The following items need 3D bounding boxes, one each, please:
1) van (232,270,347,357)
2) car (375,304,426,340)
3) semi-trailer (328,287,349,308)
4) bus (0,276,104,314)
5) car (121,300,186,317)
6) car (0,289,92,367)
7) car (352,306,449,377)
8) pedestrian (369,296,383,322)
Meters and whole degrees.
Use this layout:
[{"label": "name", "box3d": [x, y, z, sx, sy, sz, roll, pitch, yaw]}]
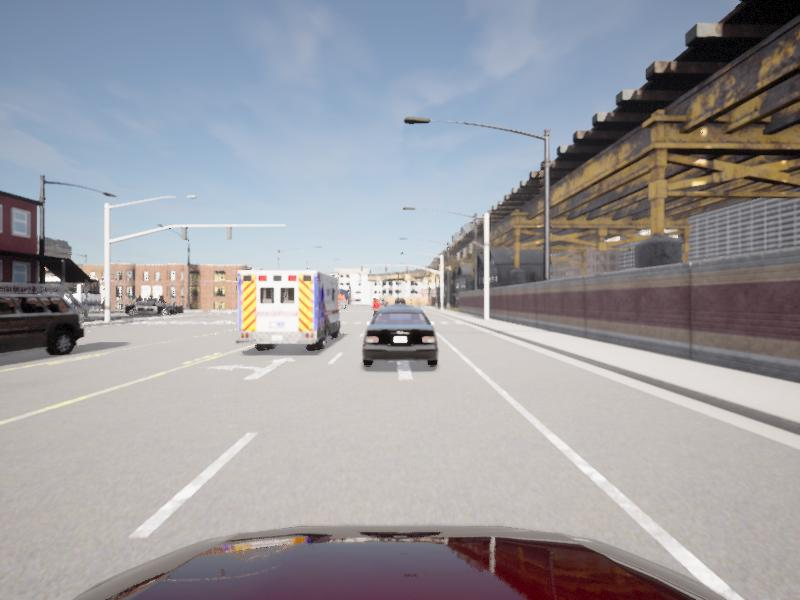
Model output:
[{"label": "van", "box3d": [-3.495, 0.383, 14.297, 2.351, 2.431, 6.366, 0, 0, 0]}, {"label": "car", "box3d": [0.009, 0.901, 18.604, 2.033, 1.411, 5.357, 0, 0, 0]}, {"label": "semi-trailer", "box3d": [-14.071, -0.588, 92.151, 2.717, 4.402, 14.254, 0, 0, 0]}, {"label": "bus", "box3d": [-40.955, -0.519, 46.480, 10.273, 4.253, 3.944, 0, 0, 0]}, {"label": "car", "box3d": [-24.364, 0.784, 39.672, 5.238, 1.638, 1.930, 0, 0, -1]}, {"label": "car", "box3d": [-10.497, 0.654, 10.072, 1.932, 1.855, 4.605, 0, 0, 0]}, {"label": "car", "box3d": [0.007, 0.898, 11.052, 2.033, 1.411, 5.357, 0, 0, 0]}, {"label": "pedestrian", "box3d": [-1.693, 0.647, 28.576, 0.751, 1.860, 0.751, 0, 0, 20]}]
